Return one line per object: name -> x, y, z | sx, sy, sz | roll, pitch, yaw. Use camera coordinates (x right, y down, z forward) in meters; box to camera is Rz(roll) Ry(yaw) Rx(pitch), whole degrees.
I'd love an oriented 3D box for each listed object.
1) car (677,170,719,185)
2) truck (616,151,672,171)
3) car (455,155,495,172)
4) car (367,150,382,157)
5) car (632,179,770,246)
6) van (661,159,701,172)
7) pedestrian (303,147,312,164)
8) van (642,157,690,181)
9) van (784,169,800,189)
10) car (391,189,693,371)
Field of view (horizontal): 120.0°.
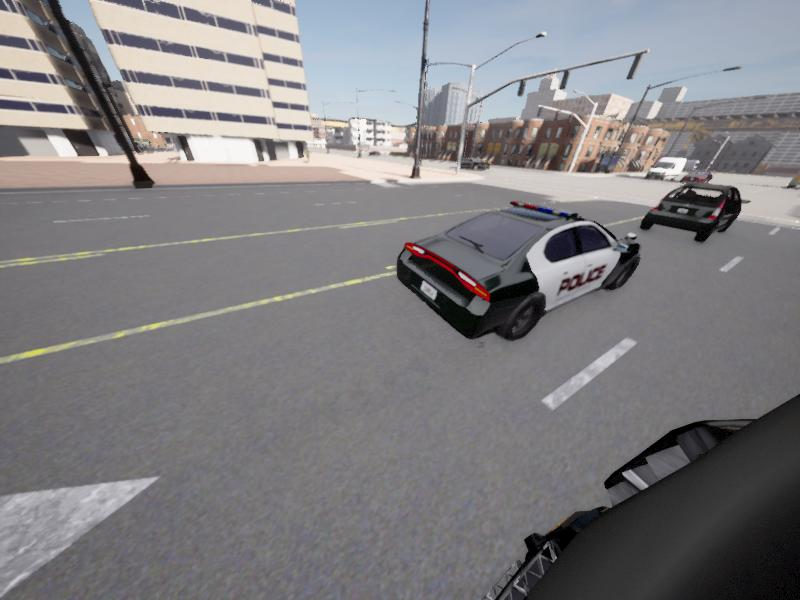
car -> 36.350, -14.982, 28.156 | 4.181, 1.385, 1.994 | -16, 38, -26
truck -> 61.409, -35.154, 58.399 | 2.891, 3.827, 8.468 | -16, 38, -26
car -> 10.400, -19.330, 32.645 | 1.930, 1.638, 5.238 | -16, 38, -26
car -> -6.852, -39.858, 62.730 | 2.128, 1.511, 4.902 | -16, 38, -26
car -> 10.885, -3.350, 8.413 | 3.988, 1.617, 1.851 | -16, 38, -26
van -> 72.712, -34.862, 59.941 | 1.988, 2.561, 5.915 | -14, 37, -24
pedestrian -> -12.340, -19.416, 30.974 | 0.751, 1.860, 0.751 | -6, 34, -13
van -> 35.362, -17.410, 30.709 | 5.915, 2.561, 1.988 | -16, 38, -26
van -> 50.699, -15.073, 28.362 | 6.366, 2.431, 2.351 | -16, 38, -26
car -> 2.522, -0.911, 4.175 | 4.974, 1.542, 2.038 | -16, 38, -26
